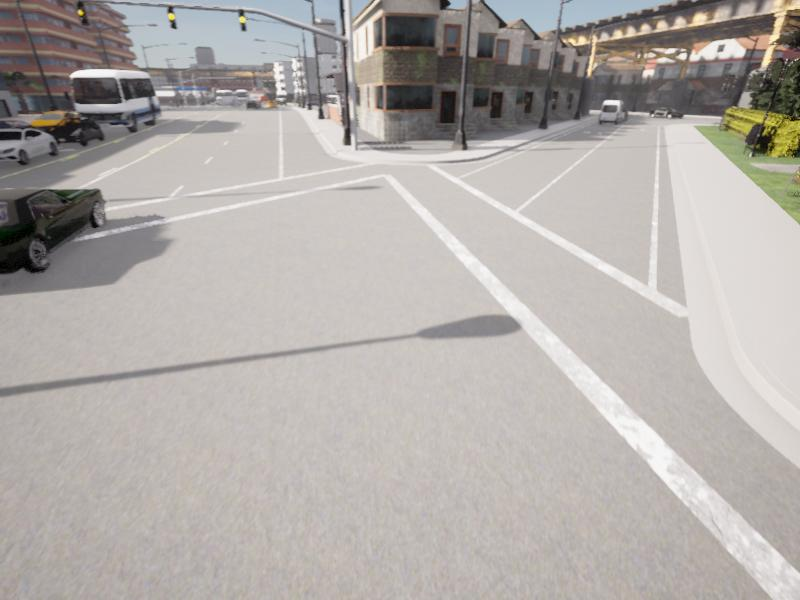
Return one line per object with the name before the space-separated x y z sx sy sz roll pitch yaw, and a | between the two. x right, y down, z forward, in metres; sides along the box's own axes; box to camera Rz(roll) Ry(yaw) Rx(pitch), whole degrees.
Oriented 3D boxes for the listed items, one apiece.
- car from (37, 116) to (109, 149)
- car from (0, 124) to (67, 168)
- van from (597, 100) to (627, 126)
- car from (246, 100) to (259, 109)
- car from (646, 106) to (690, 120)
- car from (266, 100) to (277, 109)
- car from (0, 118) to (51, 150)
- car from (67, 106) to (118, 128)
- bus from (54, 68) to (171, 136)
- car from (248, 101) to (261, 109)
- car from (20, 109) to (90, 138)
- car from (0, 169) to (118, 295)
car | -20.167 -10.520 24.912 1.816 1.474 4.193 -7 29 -13
car | -18.495 -7.506 19.321 1.812 1.442 4.674 -7 29 -13
van | 25.402 -22.468 47.862 1.988 2.561 5.915 16 31 28
car | -28.332 -37.462 76.778 1.882 1.535 5.008 -7 27 -13
car | 39.766 -27.901 59.549 1.930 1.638 5.238 -7 28 -13
car | -26.461 -40.387 82.726 1.882 1.535 5.008 -7 27 -13
car | -23.519 -10.041 24.074 1.994 1.385 4.181 -6 29 -12
car | -26.889 -16.169 35.178 1.812 1.442 4.674 -6 30 -13
bus | -22.500 -16.233 32.470 3.944 4.253 10.273 -7 30 -13
car | -29.927 -40.057 82.249 1.994 1.385 4.181 -7 27 -13
car | -25.151 -13.053 29.429 1.882 1.535 5.008 -7 30 -13
car | -7.970 -1.636 8.314 1.895 1.301 4.718 -7 28 -13
